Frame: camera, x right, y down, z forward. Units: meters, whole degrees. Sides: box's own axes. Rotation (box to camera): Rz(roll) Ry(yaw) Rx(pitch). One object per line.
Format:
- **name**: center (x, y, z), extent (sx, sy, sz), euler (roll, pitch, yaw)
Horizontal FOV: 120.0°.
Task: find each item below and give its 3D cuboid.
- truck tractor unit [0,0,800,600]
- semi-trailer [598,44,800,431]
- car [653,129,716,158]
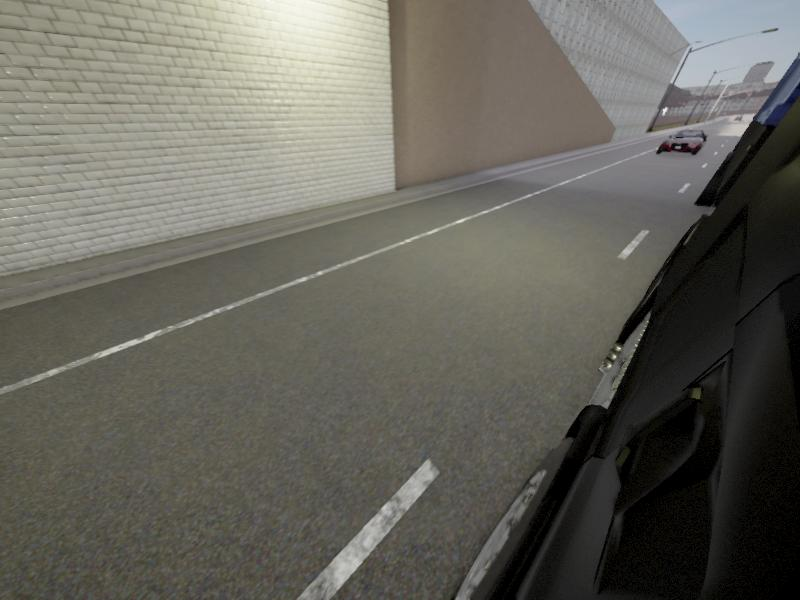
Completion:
- **truck tractor unit**: center (2.645, -0.295, 0.351), extent (6.516, 4.208, 3.053), euler (-28, 44, -30)
- **semi-trailer**: center (8.702, -3.580, 4.257), extent (14.254, 4.402, 2.717), euler (-28, 44, -30)
- **car**: center (19.871, -11.018, 16.131), extent (4.181, 1.385, 1.994), euler (-28, 44, -30)
